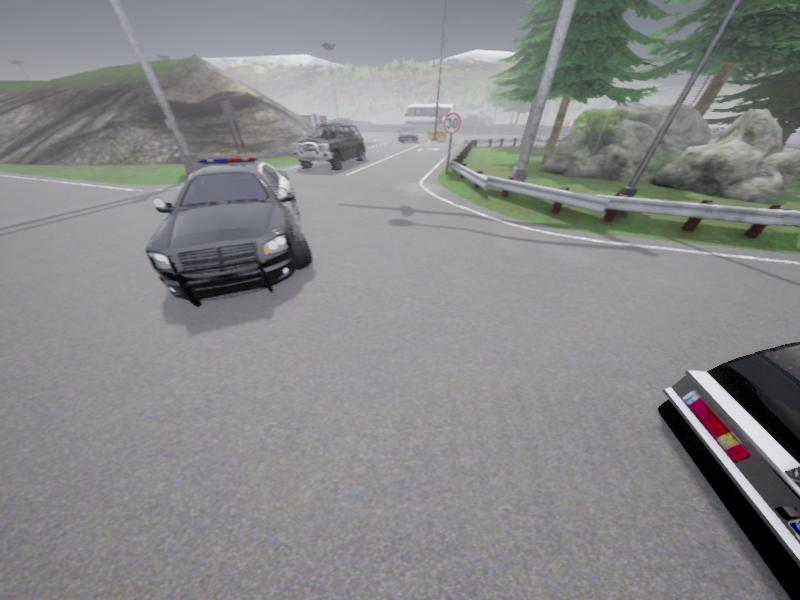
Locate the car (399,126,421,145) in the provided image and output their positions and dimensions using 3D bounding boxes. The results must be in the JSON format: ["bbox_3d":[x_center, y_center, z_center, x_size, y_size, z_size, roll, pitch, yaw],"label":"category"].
[{"bbox_3d":[0.985,-17.482,24.495,2.033,1.411,5.357,1,36,-1],"label":"car"}]

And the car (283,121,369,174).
[{"bbox_3d":[-3.421,-8.032,11.942,1.932,1.855,4.605,10,39,12],"label":"car"}]

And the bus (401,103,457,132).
[{"bbox_3d":[5.820,-37.106,47.023,10.273,4.253,3.944,11,40,12],"label":"bus"}]

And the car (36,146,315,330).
[{"bbox_3d":[-3.146,-1.888,4.613,2.038,1.542,4.974,-13,41,-16],"label":"car"}]

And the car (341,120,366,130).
[{"bbox_3d":[-10.313,-39.233,51.697,4.856,1.649,2.033,11,40,13],"label":"car"}]

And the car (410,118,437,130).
[{"bbox_3d":[5.156,-38.726,50.822,5.566,2.045,2.150,11,40,13],"label":"car"}]
